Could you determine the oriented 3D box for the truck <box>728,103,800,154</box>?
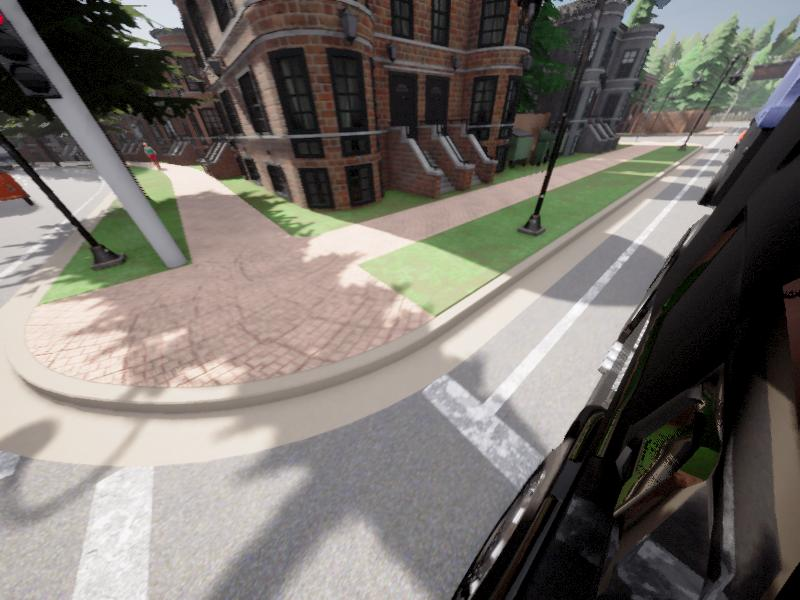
[{"bbox_3d":[24.892,-11.390,15.300,5.204,2.467,2.627,-28,44,-30],"label":"truck"}]

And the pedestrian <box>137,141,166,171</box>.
[{"bbox_3d":[-19.122,-11.093,17.821,0.751,1.860,0.751,-30,45,-32],"label":"pedestrian"}]

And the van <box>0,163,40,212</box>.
[{"bbox_3d":[-18.253,-5.144,9.984,4.442,1.987,1.775,19,42,27],"label":"van"}]

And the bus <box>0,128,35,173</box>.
[{"bbox_3d":[-45.083,-15.304,23.333,10.273,4.253,3.944,7,37,12],"label":"bus"}]

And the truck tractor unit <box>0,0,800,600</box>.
[{"bbox_3d":[2.645,-0.295,0.351,6.516,4.208,3.053,-28,44,-30],"label":"truck tractor unit"}]

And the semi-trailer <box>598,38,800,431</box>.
[{"bbox_3d":[8.711,-3.591,4.225,14.254,4.402,2.717,-28,44,-30],"label":"semi-trailer"}]

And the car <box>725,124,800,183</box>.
[{"bbox_3d":[16.279,-6.470,9.935,5.238,1.638,1.930,-28,44,-30],"label":"car"}]
